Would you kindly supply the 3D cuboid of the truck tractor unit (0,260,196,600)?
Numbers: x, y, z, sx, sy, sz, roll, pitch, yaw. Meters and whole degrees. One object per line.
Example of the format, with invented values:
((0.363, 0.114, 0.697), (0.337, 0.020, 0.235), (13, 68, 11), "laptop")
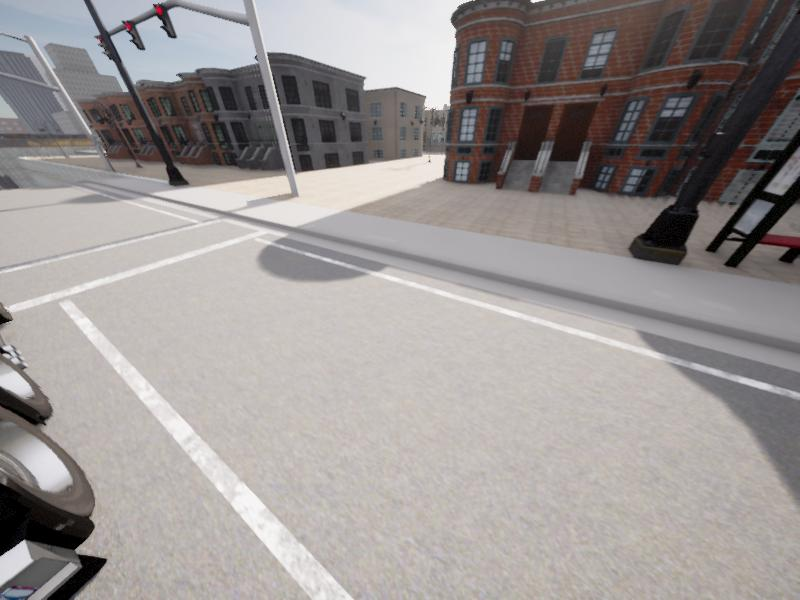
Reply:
((-5.104, -0.308, 0.788), (6.516, 4.208, 3.053), (19, 39, 24), "truck tractor unit")
